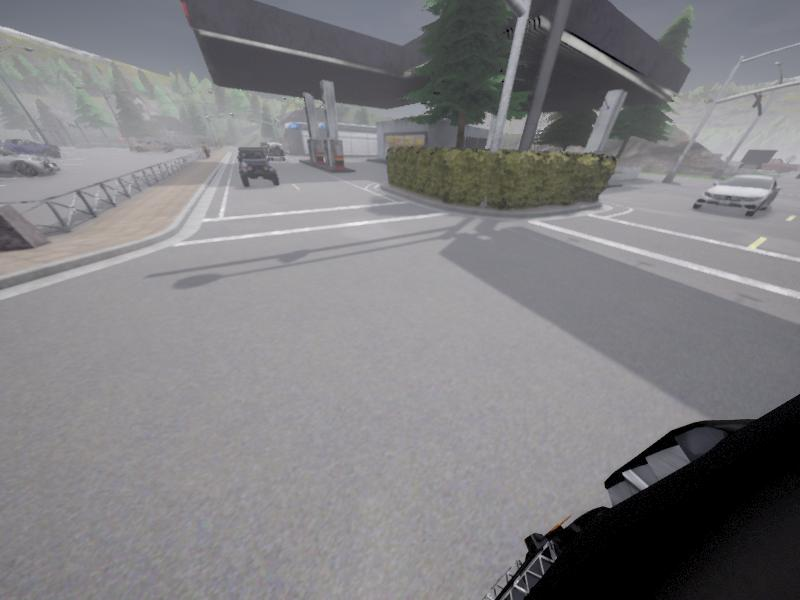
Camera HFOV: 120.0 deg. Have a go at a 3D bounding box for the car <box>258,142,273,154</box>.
[{"bbox_3d":[-26.364,-29.708,45.227,1.905,1.878,3.866,-17,38,-25],"label":"car"}]

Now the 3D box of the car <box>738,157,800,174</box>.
[{"bbox_3d":[61.192,-22.238,38.100,2.150,2.045,5.566,-17,38,-25],"label":"car"}]

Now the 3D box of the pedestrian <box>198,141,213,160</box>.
[{"bbox_3d":[-22.932,-17.655,27.231,0.751,1.860,0.751,-17,39,-26],"label":"pedestrian"}]

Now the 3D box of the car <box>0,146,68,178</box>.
[{"bbox_3d":[-22.796,-7.868,13.122,3.806,1.475,1.970,-17,38,-26],"label":"car"}]

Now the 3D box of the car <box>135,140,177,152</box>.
[{"bbox_3d":[-41.643,-26.352,39.607,4.514,1.523,2.007,-17,38,-26],"label":"car"}]

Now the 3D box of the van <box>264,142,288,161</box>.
[{"bbox_3d":[-17.432,-20.848,32.372,2.069,2.038,4.480,-17,38,-25],"label":"van"}]

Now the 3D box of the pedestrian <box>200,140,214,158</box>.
[{"bbox_3d":[-24.527,-19.184,29.424,0.751,1.860,0.751,-17,38,-25],"label":"pedestrian"}]

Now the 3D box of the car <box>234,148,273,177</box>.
[{"bbox_3d":[-11.995,-11.296,18.837,2.033,1.649,4.856,-17,38,-25],"label":"car"}]

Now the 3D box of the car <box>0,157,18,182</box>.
[{"bbox_3d":[-21.649,-6.299,10.341,3.866,1.878,1.905,-17,38,-26],"label":"car"}]

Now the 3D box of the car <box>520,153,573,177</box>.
[{"bbox_3d":[15.090,-14.079,24.005,1.905,1.878,3.866,-17,38,-26],"label":"car"}]

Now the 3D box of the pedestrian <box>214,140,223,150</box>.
[{"bbox_3d":[-39.389,-33.583,50.077,0.751,1.860,0.751,16,36,20],"label":"pedestrian"}]

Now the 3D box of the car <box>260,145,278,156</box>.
[{"bbox_3d":[-23.143,-26.332,40.698,2.007,1.525,4.514,-17,38,-25],"label":"car"}]

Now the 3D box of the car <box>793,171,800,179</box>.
[{"bbox_3d":[47.687,-14.645,26.321,4.974,1.542,2.038,-17,38,-25],"label":"car"}]

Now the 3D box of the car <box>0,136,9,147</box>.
[{"bbox_3d":[-73.696,-27.939,40.416,4.605,1.855,1.932,-17,38,-26],"label":"car"}]

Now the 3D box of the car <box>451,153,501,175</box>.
[{"bbox_3d":[8.015,-14.602,24.750,2.242,1.667,4.611,-17,38,-26],"label":"car"}]

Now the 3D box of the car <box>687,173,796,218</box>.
[{"bbox_3d":[15.973,-5.001,10.796,4.674,1.442,1.812,-16,37,-26],"label":"car"}]

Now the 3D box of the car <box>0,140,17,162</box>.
[{"bbox_3d":[-35.740,-12.026,18.572,4.514,1.523,2.007,-17,38,-26],"label":"car"}]

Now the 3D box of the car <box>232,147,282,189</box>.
[{"bbox_3d":[-8.789,-8.203,14.167,1.905,1.878,3.866,-17,38,-25],"label":"car"}]

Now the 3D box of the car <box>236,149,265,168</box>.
[{"bbox_3d":[-15.138,-14.370,23.383,1.970,1.475,3.806,-17,38,-25],"label":"car"}]

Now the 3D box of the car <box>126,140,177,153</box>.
[{"bbox_3d":[-40.024,-24.822,37.398,5.027,1.636,2.152,-17,38,-26],"label":"car"}]

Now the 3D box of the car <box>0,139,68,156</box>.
[{"bbox_3d":[-40.717,-16.962,25.695,3.633,1.501,1.845,-17,38,-26],"label":"car"}]
